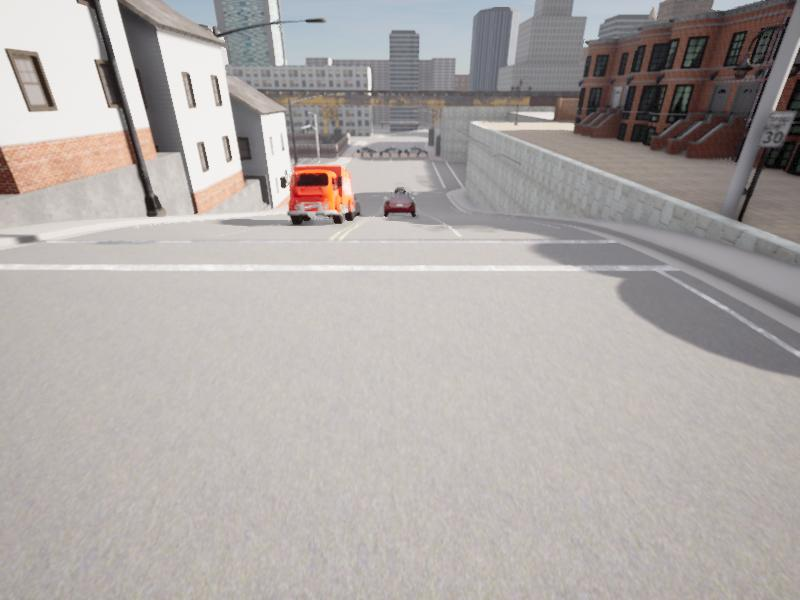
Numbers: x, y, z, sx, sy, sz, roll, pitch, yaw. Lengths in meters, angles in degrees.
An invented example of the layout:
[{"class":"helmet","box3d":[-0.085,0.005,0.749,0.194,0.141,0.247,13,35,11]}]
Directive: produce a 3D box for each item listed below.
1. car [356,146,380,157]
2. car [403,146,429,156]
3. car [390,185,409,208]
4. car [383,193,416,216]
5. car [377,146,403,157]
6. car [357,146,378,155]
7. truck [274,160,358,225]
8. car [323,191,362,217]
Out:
[{"class":"car","box3d":[-6.625,-30.426,81.897,4.974,1.542,2.038,24,35,38]},{"class":"car","box3d":[3.355,-30.751,82.546,4.974,1.542,2.038,14,30,26]},{"class":"car","box3d":[-0.017,-11.011,42.354,1.932,1.855,4.605,0,20,0]},{"class":"car","box3d":[-0.021,-6.225,26.113,1.994,1.385,4.181,0,13,0]},{"class":"car","box3d":[-2.017,-30.413,81.877,4.974,1.542,2.038,-18,32,-32]},{"class":"car","box3d":[-6.663,-30.582,81.857,4.536,1.218,1.853,24,35,38]},{"class":"truck","box3d":[-3.556,-4.831,18.343,2.627,2.467,5.204,-1,14,0]},{"class":"car","box3d":[-3.519,-6.060,25.249,1.816,1.474,4.193,0,14,0]}]
